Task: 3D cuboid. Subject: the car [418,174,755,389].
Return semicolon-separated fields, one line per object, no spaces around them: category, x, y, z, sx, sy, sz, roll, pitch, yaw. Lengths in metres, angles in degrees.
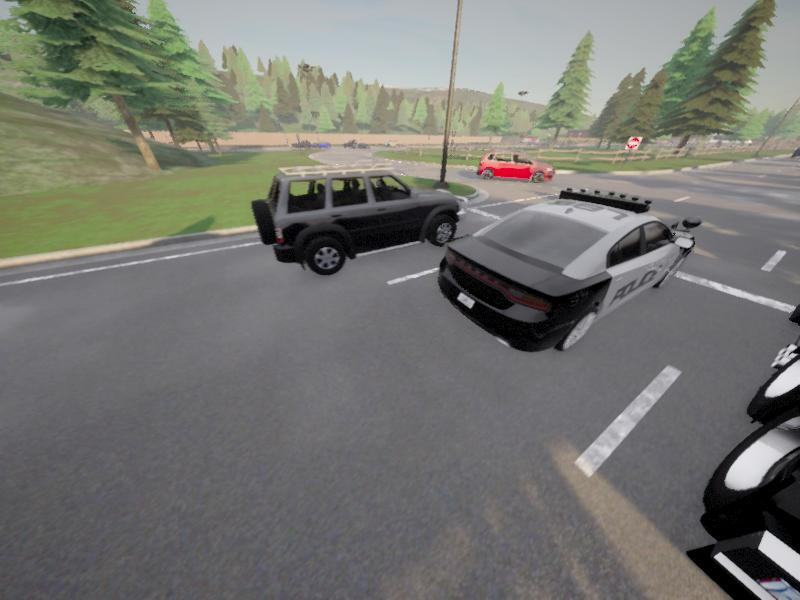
car;3.065;-0.903;3.860;5.238;1.638;1.930;-18;39;-24

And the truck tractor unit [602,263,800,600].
truck tractor unit;5.110;-0.302;0.784;6.516;4.208;3.053;-18;39;-24

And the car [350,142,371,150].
car;-8.898;-34.989;52.480;4.181;1.385;1.994;-18;39;-24

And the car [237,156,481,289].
car;-0.708;-2.088;5.300;4.605;1.855;1.932;-18;39;-24

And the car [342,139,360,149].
car;-12.185;-38.766;57.387;3.866;1.878;1.905;-18;39;-25

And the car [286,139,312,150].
car;-21.573;-33.337;49.554;4.605;1.855;1.932;-18;39;-25

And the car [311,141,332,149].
car;-19.479;-38.515;57.314;4.514;1.525;2.007;-18;39;-25

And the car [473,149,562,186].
car;7.523;-8.714;14.998;4.611;1.667;2.242;18;39;23
